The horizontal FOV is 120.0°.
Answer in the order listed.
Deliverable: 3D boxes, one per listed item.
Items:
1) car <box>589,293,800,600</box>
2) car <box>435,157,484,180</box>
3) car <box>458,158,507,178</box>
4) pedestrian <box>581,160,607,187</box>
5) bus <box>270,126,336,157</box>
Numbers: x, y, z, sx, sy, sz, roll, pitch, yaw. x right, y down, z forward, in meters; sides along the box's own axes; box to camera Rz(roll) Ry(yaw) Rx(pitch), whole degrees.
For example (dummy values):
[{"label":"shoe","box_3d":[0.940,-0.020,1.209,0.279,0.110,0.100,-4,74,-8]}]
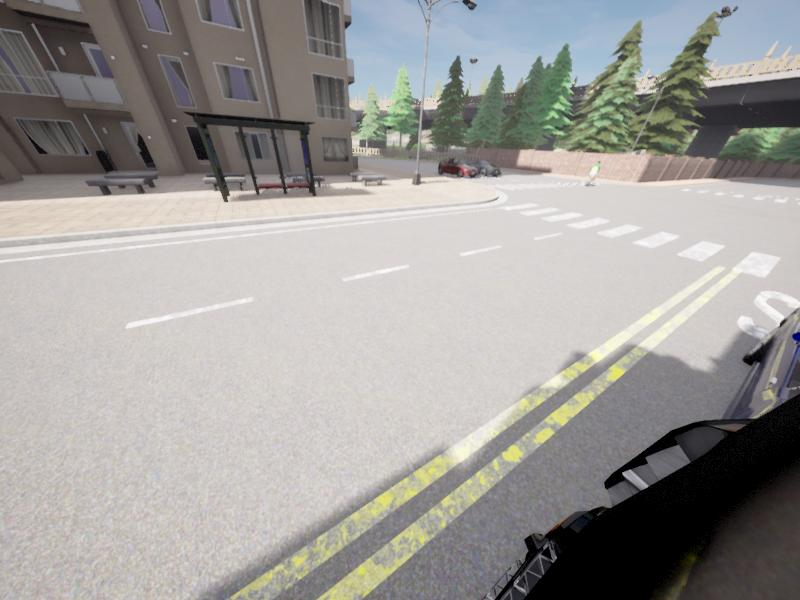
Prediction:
[{"label":"car","box_3d":[3.723,1.075,1.438,4.718,1.301,1.895,-16,38,-26]},{"label":"car","box_3d":[5.322,-12.256,21.367,1.816,1.474,4.193,-16,38,-26]},{"label":"car","box_3d":[8.124,-13.277,23.214,1.994,1.385,4.181,-17,38,-27]},{"label":"pedestrian","box_3d":[15.771,-10.289,18.812,0.751,1.860,0.751,-15,37,-24]},{"label":"bus","box_3d":[-17.953,-29.804,43.487,10.273,4.253,3.944,7,33,7]}]
